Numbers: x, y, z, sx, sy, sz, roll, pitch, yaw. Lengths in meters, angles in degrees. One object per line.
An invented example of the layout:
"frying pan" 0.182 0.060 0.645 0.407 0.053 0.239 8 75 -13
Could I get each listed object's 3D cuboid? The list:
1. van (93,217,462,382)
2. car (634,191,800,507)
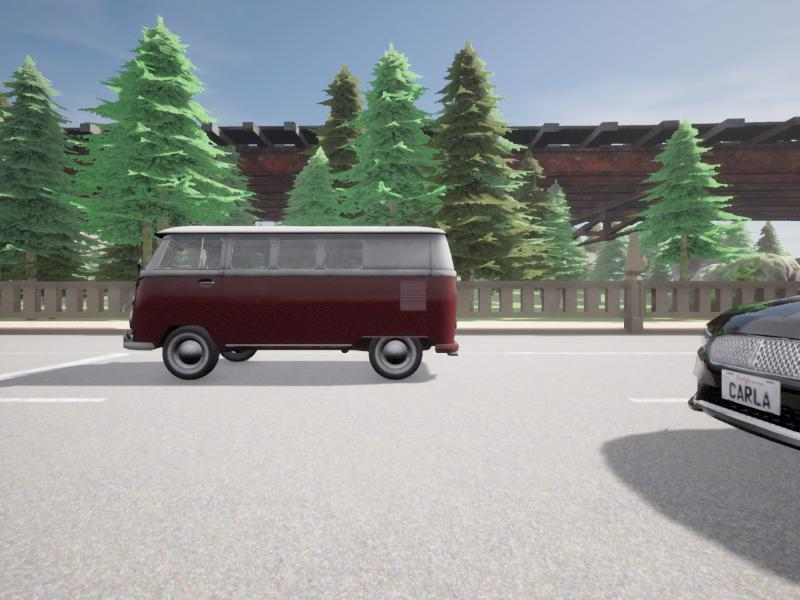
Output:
"van" -1.470 -0.002 5.700 4.442 1.987 1.775 0 0 0
"car" 4.363 0.237 2.200 4.902 1.511 2.128 0 0 0
